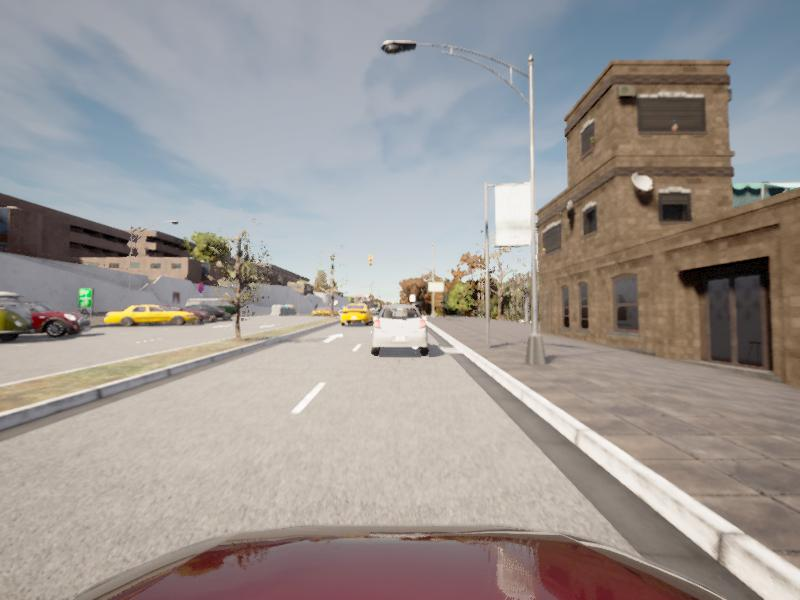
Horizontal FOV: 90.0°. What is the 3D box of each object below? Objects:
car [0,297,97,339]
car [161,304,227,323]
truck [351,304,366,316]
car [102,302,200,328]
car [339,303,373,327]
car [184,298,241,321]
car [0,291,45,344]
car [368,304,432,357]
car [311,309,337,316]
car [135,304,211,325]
[{"bbox_3d":[-16.985,0.811,18.261,4.553,1.767,2.185,-1,-1,-20],"label":"car"},{"bbox_3d":[-16.942,1.085,33.156,4.674,1.452,2.002,-1,0,-20],"label":"car"},{"bbox_3d":[-8.853,2.159,84.853,2.627,2.467,5.204,0,-2,0],"label":"truck"},{"bbox_3d":[-16.776,0.997,27.269,5.366,1.575,1.946,-1,-1,-20],"label":"car"},{"bbox_3d":[-3.006,1.003,28.542,1.882,1.535,5.008,0,0,0],"label":"car"},{"bbox_3d":[-16.839,0.840,36.183,4.442,1.987,1.878,-1,-1,-20],"label":"car"},{"bbox_3d":[-16.849,0.687,15.336,4.442,1.987,1.878,-1,-1,-20],"label":"car"},{"bbox_3d":[-0.002,0.893,13.287,1.845,1.501,3.633,0,0,0],"label":"car"},{"bbox_3d":[-16.750,2.734,88.459,5.366,1.575,1.946,0,-2,-20],"label":"car"},{"bbox_3d":[-16.950,1.064,30.183,4.674,1.452,2.002,-1,-1,-20],"label":"car"}]
